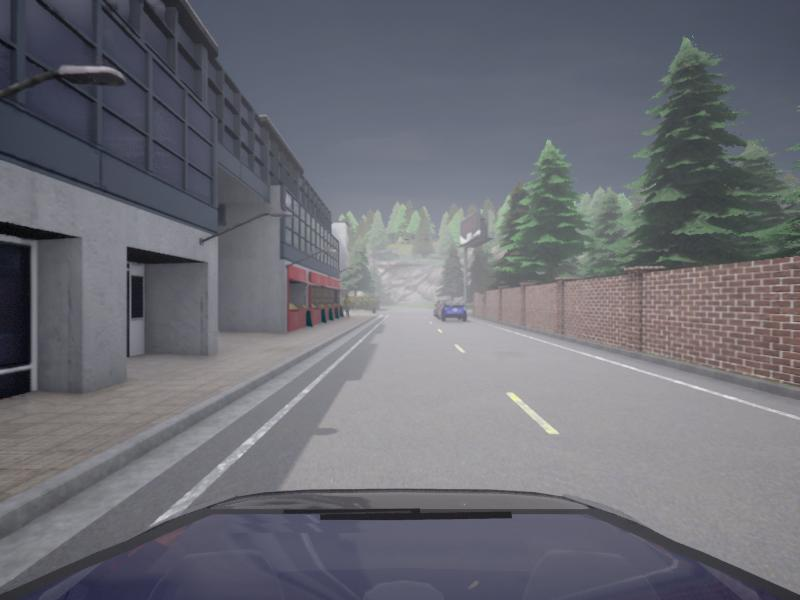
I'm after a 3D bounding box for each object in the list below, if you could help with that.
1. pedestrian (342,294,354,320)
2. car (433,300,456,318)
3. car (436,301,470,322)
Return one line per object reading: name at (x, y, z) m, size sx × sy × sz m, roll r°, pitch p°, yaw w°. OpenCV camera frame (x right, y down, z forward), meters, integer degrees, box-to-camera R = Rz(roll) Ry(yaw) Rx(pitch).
pedestrian at (-3.784, 0.472, 29.063) m, size 0.751 × 1.860 × 0.751 m, roll 0°, pitch 0°, yaw -1°
car at (4.013, 0.798, 36.759) m, size 1.789 × 1.549 × 3.705 m, roll 0°, pitch 0°, yaw 1°
car at (3.926, 0.815, 30.342) m, size 2.007 × 1.525 × 4.514 m, roll 0°, pitch 0°, yaw 1°
